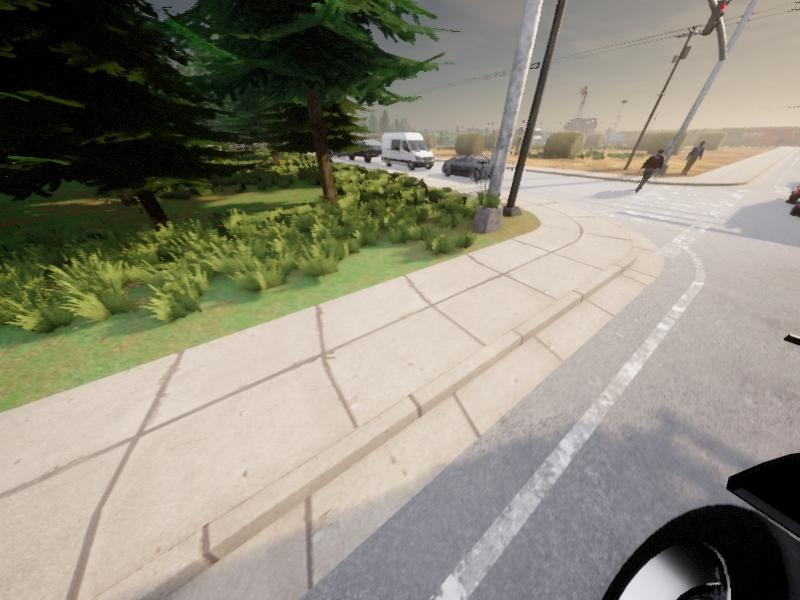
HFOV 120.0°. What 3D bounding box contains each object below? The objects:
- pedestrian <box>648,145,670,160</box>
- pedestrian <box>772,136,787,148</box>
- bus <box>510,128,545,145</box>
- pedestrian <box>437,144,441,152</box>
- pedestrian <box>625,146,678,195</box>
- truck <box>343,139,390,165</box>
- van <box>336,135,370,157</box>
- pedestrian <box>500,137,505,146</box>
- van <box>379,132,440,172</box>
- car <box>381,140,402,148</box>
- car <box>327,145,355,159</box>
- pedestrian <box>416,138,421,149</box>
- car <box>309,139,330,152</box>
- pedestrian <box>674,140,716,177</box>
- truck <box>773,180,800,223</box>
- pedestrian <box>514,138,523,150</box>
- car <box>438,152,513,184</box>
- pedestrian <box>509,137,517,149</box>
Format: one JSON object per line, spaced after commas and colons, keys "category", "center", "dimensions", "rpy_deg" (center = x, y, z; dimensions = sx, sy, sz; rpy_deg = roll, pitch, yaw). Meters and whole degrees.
{"category": "pedestrian", "center": [26.855, -15.332, 23.984], "dimensions": [0.751, 1.300, 0.751], "rpy_deg": [-8, 36, -10]}
{"category": "pedestrian", "center": [72.844, -30.271, 44.348], "dimensions": [0.751, 1.860, 0.751], "rpy_deg": [-24, 42, -30]}
{"category": "bus", "center": [40.927, -52.473, 74.142], "dimensions": [10.273, 4.253, 3.944], "rpy_deg": [-19, 39, -24]}
{"category": "pedestrian", "center": [6.370, -24.890, 37.800], "dimensions": [0.500, 1.100, 0.500], "rpy_deg": [-8, 36, -11]}
{"category": "pedestrian", "center": [11.501, -5.955, 10.637], "dimensions": [0.751, 1.860, 0.751], "rpy_deg": [-19, 39, -25]}
{"category": "truck", "center": [-3.742, -16.384, 25.314], "dimensions": [2.390, 2.098, 6.274], "rpy_deg": [-21, 40, -26]}
{"category": "van", "center": [-7.103, -23.137, 34.596], "dimensions": [2.351, 2.431, 6.366], "rpy_deg": [-21, 40, -26]}
{"category": "pedestrian", "center": [27.781, -42.949, 62.528], "dimensions": [0.751, 1.860, 0.751], "rpy_deg": [15, 38, 21]}
{"category": "van", "center": [0.561, -12.765, 19.791], "dimensions": [1.988, 2.561, 5.915], "rpy_deg": [-21, 40, -26]}
{"category": "car", "center": [-2.164, -38.897, 57.483], "dimensions": [4.856, 1.649, 2.033], "rpy_deg": [-19, 39, -24]}
{"category": "car", "center": [-7.940, -19.705, 30.729], "dimensions": [1.895, 1.301, 4.718], "rpy_deg": [-21, 40, -27]}
{"category": "pedestrian", "center": [3.904, -32.701, 48.194], "dimensions": [0.751, 1.860, 0.751], "rpy_deg": [-5, 36, -6]}
{"category": "car", "center": [-15.548, -29.910, 44.677], "dimensions": [1.905, 1.878, 3.866], "rpy_deg": [-28, 44, -34]}
{"category": "pedestrian", "center": [17.994, -8.685, 14.160], "dimensions": [0.751, 1.860, 0.751], "rpy_deg": [23, 41, 29]}
{"category": "truck", "center": [15.162, -3.894, 7.198], "dimensions": [5.204, 2.467, 2.627], "rpy_deg": [-22, 40, -27]}
{"category": "pedestrian", "center": [21.004, -27.621, 40.901], "dimensions": [0.751, 1.860, 0.751], "rpy_deg": [4, 36, 7]}
{"category": "car", "center": [4.671, -8.686, 15.011], "dimensions": [1.994, 1.385, 4.181], "rpy_deg": [-21, 40, -27]}
{"category": "pedestrian", "center": [22.238, -30.839, 45.442], "dimensions": [0.751, 1.860, 0.751], "rpy_deg": [7, 36, 10]}
